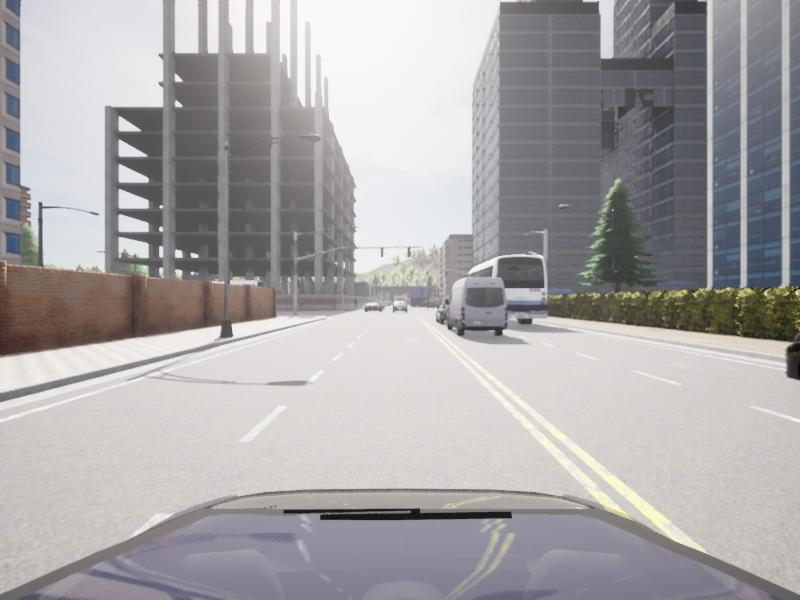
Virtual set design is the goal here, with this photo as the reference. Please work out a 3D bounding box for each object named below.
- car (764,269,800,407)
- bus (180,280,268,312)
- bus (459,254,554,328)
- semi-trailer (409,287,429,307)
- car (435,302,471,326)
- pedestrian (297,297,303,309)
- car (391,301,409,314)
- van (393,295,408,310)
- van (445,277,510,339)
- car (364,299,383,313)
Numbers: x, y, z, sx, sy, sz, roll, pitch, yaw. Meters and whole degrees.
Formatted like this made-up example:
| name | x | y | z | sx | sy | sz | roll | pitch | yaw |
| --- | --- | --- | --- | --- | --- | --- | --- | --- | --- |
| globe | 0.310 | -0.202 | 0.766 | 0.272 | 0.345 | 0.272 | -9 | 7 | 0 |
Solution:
| name | x | y | z | sx | sy | sz | roll | pitch | yaw |
| --- | --- | --- | --- | --- | --- | --- | --- | --- | --- |
| car | 7.063 | 0.569 | 3.743 | 2.150 | 2.045 | 5.566 | 0 | 0 | -1 |
| bus | -23.872 | -0.535 | 54.610 | 10.273 | 4.253 | 3.944 | 0 | 0 | 1 |
| bus | 6.895 | -0.533 | 28.187 | 3.944 | 4.253 | 10.273 | 0 | 0 | 0 |
| semi-trailer | 4.638 | -0.616 | 93.713 | 2.717 | 4.402 | 14.254 | 0 | 0 | 10 |
| car | 3.510 | 0.870 | 27.171 | 1.812 | 1.442 | 4.674 | 0 | 0 | 0 |
| pedestrian | -15.438 | 0.487 | 62.033 | 0.751 | 1.860 | 0.751 | 0 | 0 | 0 |
| car | 0.026 | 0.836 | 48.977 | 2.128 | 1.511 | 4.902 | 0 | 0 | 0 |
| van | 0.061 | 0.378 | 68.084 | 2.351 | 2.431 | 6.366 | 0 | 0 | -1 |
| van | 3.518 | 0.323 | 19.415 | 1.988 | 2.561 | 5.915 | 0 | 0 | 0 |
| car | -3.471 | 0.756 | 52.720 | 2.242 | 1.667 | 4.611 | 0 | 0 | 0 |
